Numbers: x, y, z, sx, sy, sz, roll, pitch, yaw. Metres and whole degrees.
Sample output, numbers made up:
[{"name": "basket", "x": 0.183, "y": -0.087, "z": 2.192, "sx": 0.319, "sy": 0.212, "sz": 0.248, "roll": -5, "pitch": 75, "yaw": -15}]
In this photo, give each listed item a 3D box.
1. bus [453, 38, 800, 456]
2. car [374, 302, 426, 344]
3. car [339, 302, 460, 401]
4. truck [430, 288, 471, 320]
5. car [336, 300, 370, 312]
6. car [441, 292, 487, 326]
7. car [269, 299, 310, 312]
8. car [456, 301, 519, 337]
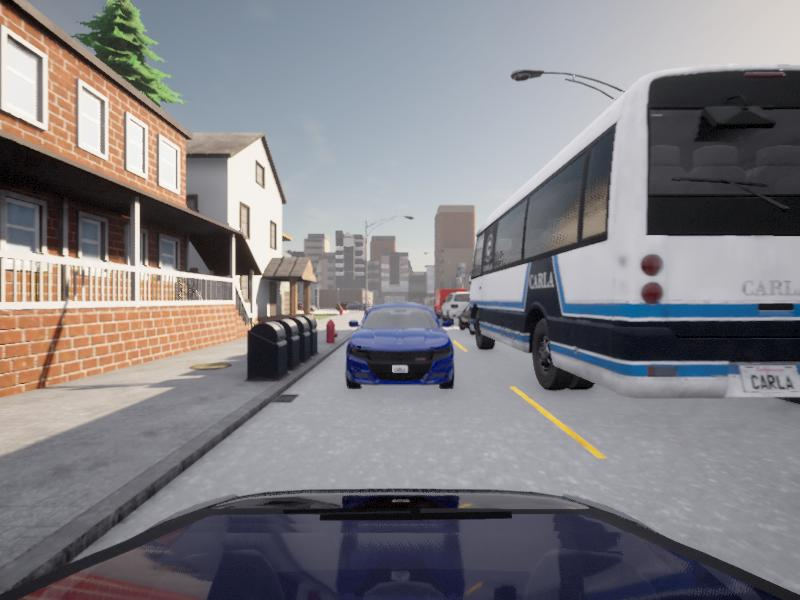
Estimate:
[{"name": "bus", "x": 3.884, "y": -0.546, "z": 9.215, "sx": 3.944, "sy": 4.253, "sz": 10.273, "roll": 0, "pitch": 0, "yaw": 0}, {"name": "car", "x": 0.014, "y": 0.824, "z": 16.631, "sx": 1.837, "sy": 1.490, "sz": 4.892, "roll": 0, "pitch": 0, "yaw": 0}, {"name": "car", "x": 0.007, "y": 0.812, "z": 8.727, "sx": 1.882, "sy": 1.535, "sz": 5.008, "roll": 0, "pitch": 0, "yaw": 0}, {"name": "truck", "x": 4.152, "y": 0.316, "z": 33.891, "sx": 2.627, "sy": 2.467, "sz": 5.204, "roll": 0, "pitch": 0, "yaw": -2}, {"name": "car", "x": -6.134, "y": 0.792, "z": 52.671, "sx": 4.193, "sy": 1.474, "sz": 1.816, "roll": 0, "pitch": 0, "yaw": 1}, {"name": "car", "x": 4.050, "y": 0.537, "z": 26.425, "sx": 2.150, "sy": 2.045, "sz": 5.566, "roll": 0, "pitch": 0, "yaw": 0}, {"name": "car", "x": -14.544, "y": 0.716, "z": 52.752, "sx": 4.856, "sy": 1.649, "sz": 2.033, "roll": 0, "pitch": 0, "yaw": 0}, {"name": "car", "x": 4.022, "y": 0.805, "z": 19.144, "sx": 2.007, "sy": 1.525, "sz": 4.514, "roll": 0, "pitch": 0, "yaw": 0}]
